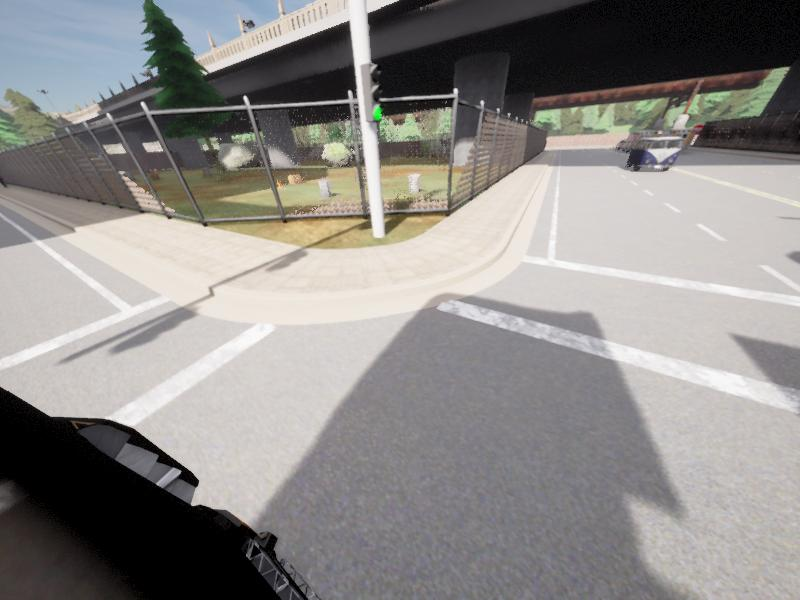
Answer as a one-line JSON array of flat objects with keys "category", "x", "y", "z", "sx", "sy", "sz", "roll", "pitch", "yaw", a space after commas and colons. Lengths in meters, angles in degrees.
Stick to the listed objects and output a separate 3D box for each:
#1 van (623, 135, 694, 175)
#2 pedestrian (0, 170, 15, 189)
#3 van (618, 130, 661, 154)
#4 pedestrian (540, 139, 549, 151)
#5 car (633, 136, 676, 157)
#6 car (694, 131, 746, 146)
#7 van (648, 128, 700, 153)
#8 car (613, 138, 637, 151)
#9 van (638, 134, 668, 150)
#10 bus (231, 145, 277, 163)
[{"category": "van", "x": 17.318, "y": -9.984, "z": 15.822, "sx": 1.775, "sy": 1.987, "sz": 4.442, "roll": 16, "pitch": 38, "yaw": 26}, {"category": "pedestrian", "x": -43.108, "y": -13.069, "z": 24.857, "sx": 0.751, "sy": 1.860, "sz": 0.751, "roll": -28, "pitch": 41, "yaw": -33}, {"category": "van", "x": 32.726, "y": -21.748, "z": 31.865, "sx": 2.351, "sy": 2.431, "sz": 6.366, "roll": 16, "pitch": 38, "yaw": 26}, {"category": "pedestrian", "x": 28.976, "y": -31.009, "z": 46.240, "sx": 0.751, "sy": 1.860, "sz": 0.751, "roll": -8, "pitch": 34, "yaw": -7}, {"category": "car", "x": 28.727, "y": -17.492, "z": 26.291, "sx": 1.932, "sy": 1.855, "sz": 4.605, "roll": 16, "pitch": 38, "yaw": 26}, {"category": "car", "x": 54.337, "y": -27.514, "z": 39.405, "sx": 4.553, "sy": 1.767, "sz": 2.097, "roll": 16, "pitch": 38, "yaw": 26}, {"category": "van", "x": 36.010, "y": -21.141, "z": 30.700, "sx": 2.351, "sy": 2.431, "sz": 6.366, "roll": 16, "pitch": 38, "yaw": 26}, {"category": "car", "x": 36.896, "y": -25.576, "z": 38.023, "sx": 1.851, "sy": 1.617, "sz": 3.988, "roll": 16, "pitch": 38, "yaw": 26}, {"category": "van", "x": 40.207, "y": -25.168, "z": 36.809, "sx": 1.775, "sy": 1.987, "sz": 4.442, "roll": 16, "pitch": 38, "yaw": 26}, {"category": "bus", "x": -43.593, "y": -43.912, "z": 69.406, "sx": 3.944, "sy": 4.253, "sz": 10.273, "roll": 22, "pitch": 41, "yaw": 32}]
